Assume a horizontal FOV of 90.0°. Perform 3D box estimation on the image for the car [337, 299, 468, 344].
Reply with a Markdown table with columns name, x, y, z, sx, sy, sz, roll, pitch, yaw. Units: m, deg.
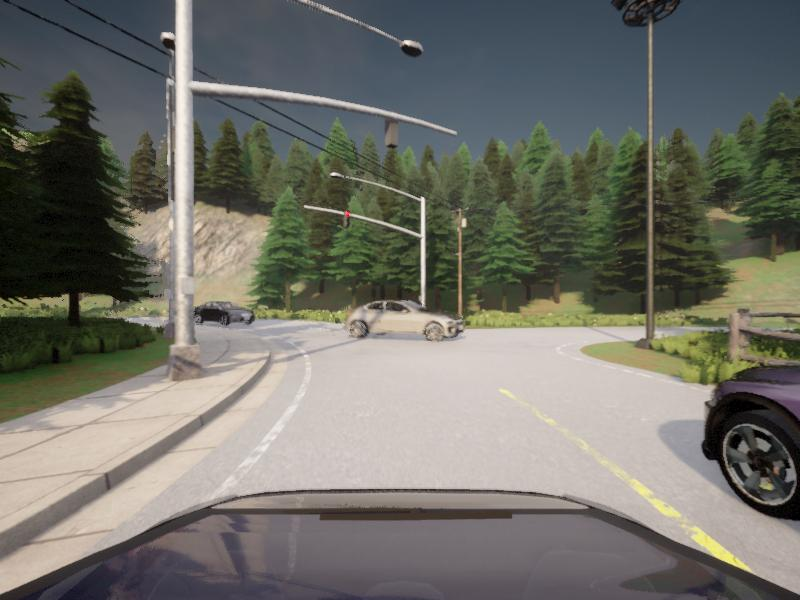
| name | x | y | z | sx | sy | sz | roll | pitch | yaw |
| --- | --- | --- | --- | --- | --- | --- | --- | --- | --- |
| car | 0.091 | 0.801 | 16.771 | 5.027 | 1.651 | 2.152 | 0 | 0 | 24 |

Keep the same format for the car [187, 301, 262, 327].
| name | x | y | z | sx | sy | sz | roll | pitch | yaw |
| --- | --- | --- | --- | --- | --- | --- | --- | --- | --- |
| car | -11.326 | 0.850 | 25.670 | 4.902 | 1.511 | 2.128 | 0 | 0 | 34 |

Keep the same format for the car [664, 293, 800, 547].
| name | x | y | z | sx | sy | sz | roll | pitch | yaw |
| --- | --- | --- | --- | --- | --- | --- | --- | --- | --- |
| car | 3.609 | 0.777 | 1.491 | 2.033 | 1.649 | 4.856 | 0 | 0 | 0 |
